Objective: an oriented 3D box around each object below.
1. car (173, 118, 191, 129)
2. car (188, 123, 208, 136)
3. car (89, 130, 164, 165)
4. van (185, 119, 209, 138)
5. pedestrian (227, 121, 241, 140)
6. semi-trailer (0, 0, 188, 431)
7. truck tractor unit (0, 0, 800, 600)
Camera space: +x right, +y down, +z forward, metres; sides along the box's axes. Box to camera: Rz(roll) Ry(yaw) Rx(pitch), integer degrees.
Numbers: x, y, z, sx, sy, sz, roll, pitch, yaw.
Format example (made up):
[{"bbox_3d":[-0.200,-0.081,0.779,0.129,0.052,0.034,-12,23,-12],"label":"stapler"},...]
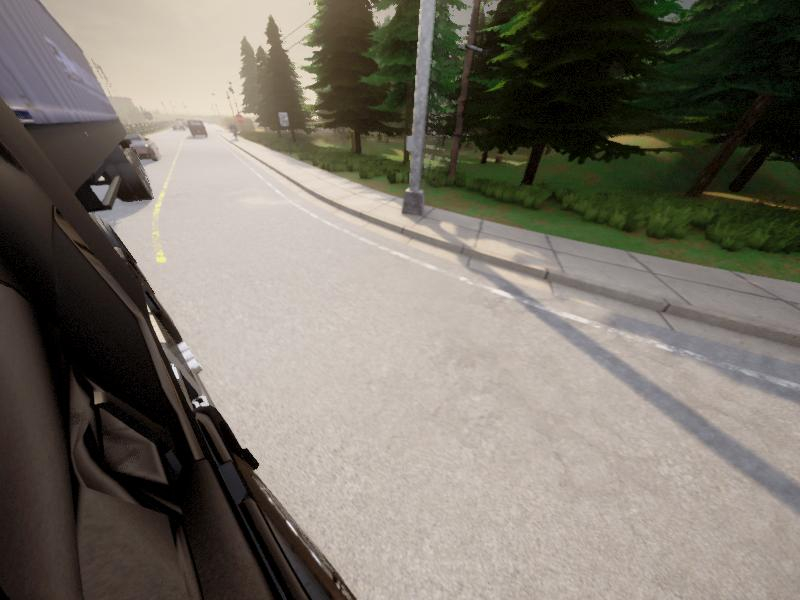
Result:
[{"bbox_3d":[-52.998,-43.048,56.255,2.150,2.045,5.566,-20,42,-28],"label":"car"},{"bbox_3d":[-31.755,-26.945,36.477,1.837,1.490,4.892,-19,42,-27],"label":"car"},{"bbox_3d":[-15.947,-9.153,13.763,1.994,1.385,4.181,-21,43,-29],"label":"car"},{"bbox_3d":[-28.283,-23.943,32.263,1.775,1.987,4.442,-21,43,-28],"label":"van"},{"bbox_3d":[-20.224,-20.642,28.159,0.751,1.860,0.751,-22,43,-30],"label":"pedestrian"},{"bbox_3d":[-8.064,-3.972,4.766,2.717,4.402,14.254,-27,46,-33],"label":"semi-trailer"},{"bbox_3d":[-2.645,-0.295,0.351,6.516,4.208,3.053,28,44,30],"label":"truck tractor unit"}]
